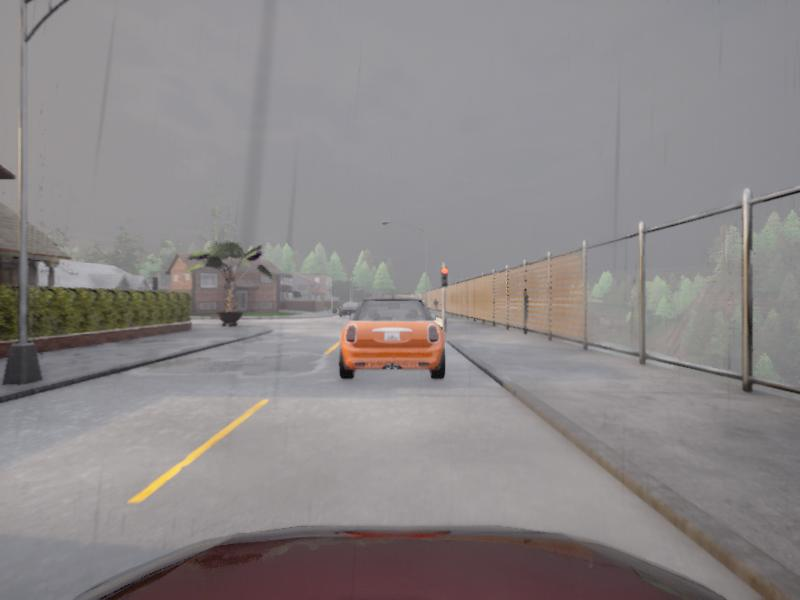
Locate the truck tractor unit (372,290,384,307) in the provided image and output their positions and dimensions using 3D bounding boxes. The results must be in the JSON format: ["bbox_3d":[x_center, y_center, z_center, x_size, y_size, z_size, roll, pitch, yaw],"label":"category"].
[{"bbox_3d":[-5.719,-0.422,102.819,3.053,4.208,6.516,0,-1,-3],"label":"truck tractor unit"}]

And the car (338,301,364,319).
[{"bbox_3d":[-4.498,0.859,37.417,1.882,1.535,5.008,0,0,-1],"label":"car"}]

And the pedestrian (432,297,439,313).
[{"bbox_3d":[4.091,0.579,46.457,0.751,1.860,0.751,0,0,0],"label":"pedestrian"}]

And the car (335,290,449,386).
[{"bbox_3d":[-0.161,0.704,9.655,2.097,1.767,4.553,0,0,0],"label":"car"}]

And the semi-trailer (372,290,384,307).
[{"bbox_3d":[-5.940,-0.507,110.727,2.717,4.402,14.254,0,0,-1],"label":"semi-trailer"}]
